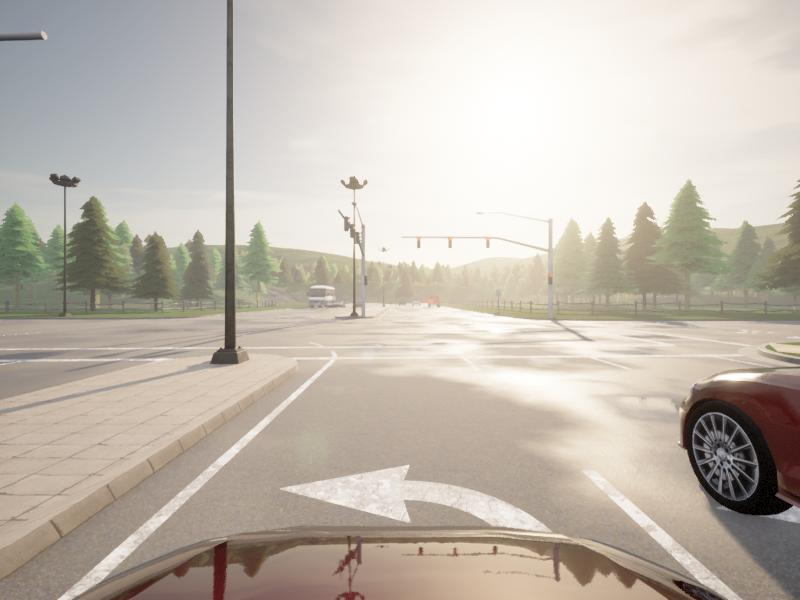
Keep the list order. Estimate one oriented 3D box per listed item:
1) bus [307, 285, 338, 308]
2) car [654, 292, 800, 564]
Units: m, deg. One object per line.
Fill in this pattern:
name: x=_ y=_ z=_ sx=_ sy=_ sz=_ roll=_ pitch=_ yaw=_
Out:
bus: x=-14.816 y=-0.606 z=77.128 sx=3.944 sy=4.253 sz=10.273 roll=0 pitch=0 yaw=0
car: x=3.500 y=0.779 z=1.307 sx=2.152 sy=1.651 sz=5.027 roll=0 pitch=0 yaw=0
